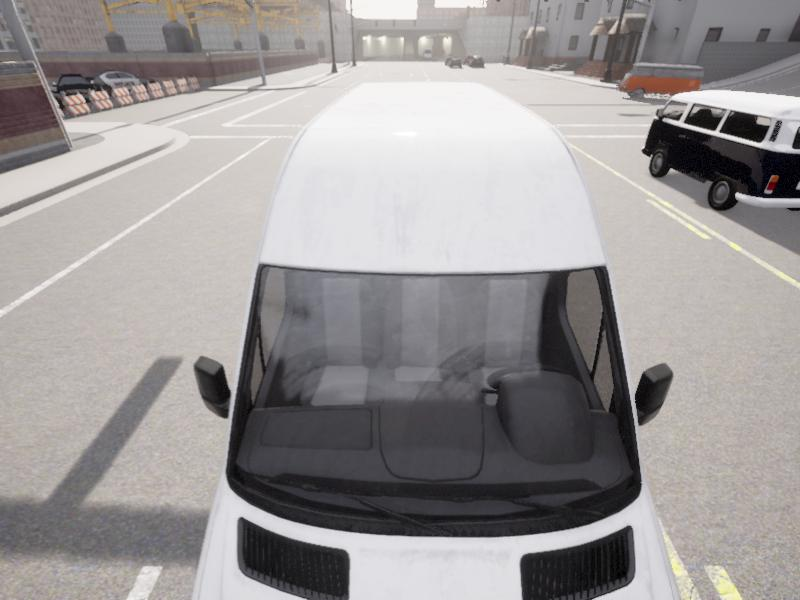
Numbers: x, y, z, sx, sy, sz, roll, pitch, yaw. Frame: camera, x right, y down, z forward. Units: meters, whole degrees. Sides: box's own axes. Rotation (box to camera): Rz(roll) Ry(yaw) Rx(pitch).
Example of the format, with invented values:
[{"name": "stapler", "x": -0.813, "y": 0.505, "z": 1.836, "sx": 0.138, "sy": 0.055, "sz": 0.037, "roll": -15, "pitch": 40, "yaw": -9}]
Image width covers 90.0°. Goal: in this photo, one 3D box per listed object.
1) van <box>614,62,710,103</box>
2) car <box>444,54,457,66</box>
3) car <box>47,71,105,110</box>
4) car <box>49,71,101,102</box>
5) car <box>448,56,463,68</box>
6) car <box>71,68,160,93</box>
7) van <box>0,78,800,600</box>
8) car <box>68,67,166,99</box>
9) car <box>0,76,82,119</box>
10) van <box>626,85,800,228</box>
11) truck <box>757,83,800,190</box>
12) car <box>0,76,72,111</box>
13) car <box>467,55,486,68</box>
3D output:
[{"name": "van", "x": 16.537, "y": -13.940, "z": 25.563, "sx": 4.442, "sy": 1.987, "sz": 1.775, "roll": 10, "pitch": 34, "yaw": 12}, {"name": "car", "x": 9.089, "y": -43.409, "z": 72.309, "sx": 1.930, "sy": 1.638, "sz": 5.238, "roll": 1, "pitch": 32, "yaw": 1}, {"name": "car", "x": -18.720, "y": -12.212, "z": 23.136, "sx": 2.038, "sy": 1.542, "sz": 4.974, "roll": -21, "pitch": 38, "yaw": -29}, {"name": "car", "x": -18.751, "y": -12.367, "z": 23.087, "sx": 1.853, "sy": 1.218, "sz": 4.536, "roll": -21, "pitch": 38, "yaw": -29}, {"name": "car", "x": 8.866, "y": -38.219, "z": 64.292, "sx": 2.007, "sy": 1.525, "sz": 4.514, "roll": 1, "pitch": 32, "yaw": 1}, {"name": "car", "x": -19.411, "y": -15.202, "z": 27.561, "sx": 1.853, "sy": 1.218, "sz": 4.536, "roll": 17, "pitch": 36, "yaw": 25}, {"name": "van", "x": 0.177, "y": -0.209, "z": 3.379, "sx": 1.988, "sy": 2.561, "sz": 5.915, "roll": 0, "pitch": 32, "yaw": 1}, {"name": "car", "x": -19.385, "y": -15.093, "z": 27.683, "sx": 2.038, "sy": 1.542, "sz": 4.974, "roll": 17, "pitch": 36, "yaw": 25}, {"name": "car", "x": -18.817, "y": -9.746, "z": 19.244, "sx": 2.038, "sy": 1.542, "sz": 4.974, "roll": 28, "pitch": 42, "yaw": 37}, {"name": "van", "x": 7.340, "y": -3.406, "z": 8.803, "sx": 2.069, "sy": 2.038, "sz": 4.480, "roll": 1, "pitch": 32, "yaw": 1}, {"name": "truck", "x": 10.692, "y": -2.981, "z": 7.730, "sx": 2.627, "sy": 2.467, "sz": 5.204, "roll": 1, "pitch": 32, "yaw": 2}, {"name": "car", "x": -18.853, "y": -9.859, "z": 19.128, "sx": 1.853, "sy": 1.218, "sz": 4.536, "roll": 28, "pitch": 42, "yaw": 37}, {"name": "car", "x": 12.385, "y": -38.674, "z": 64.922, "sx": 2.242, "sy": 1.667, "sz": 4.611, "roll": 1, "pitch": 32, "yaw": 1}]
